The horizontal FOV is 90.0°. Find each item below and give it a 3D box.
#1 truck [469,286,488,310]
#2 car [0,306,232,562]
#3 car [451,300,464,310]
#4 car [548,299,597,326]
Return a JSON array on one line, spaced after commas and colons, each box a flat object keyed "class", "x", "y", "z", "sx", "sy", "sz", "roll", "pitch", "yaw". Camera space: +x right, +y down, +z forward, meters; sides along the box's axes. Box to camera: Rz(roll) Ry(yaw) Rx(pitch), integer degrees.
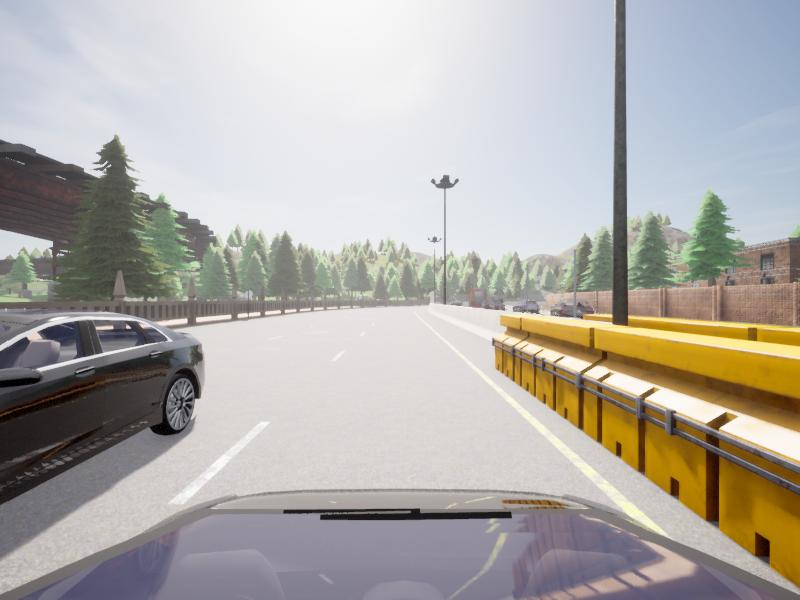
[{"class": "truck", "x": 13.513, "y": -0.307, "z": 68.484, "sx": 2.891, "sy": 3.827, "sz": 8.468, "roll": 0, "pitch": 0, "yaw": 13}, {"class": "car", "x": -3.500, "y": 0.837, "z": 3.363, "sx": 2.128, "sy": 1.511, "sz": 4.902, "roll": 0, "pitch": 0, "yaw": 0}, {"class": "car", "x": 9.875, "y": 0.836, "z": 68.287, "sx": 1.882, "sy": 1.535, "sz": 5.008, "roll": 0, "pitch": 0, "yaw": 13}, {"class": "car", "x": 11.481, "y": 0.763, "z": 26.969, "sx": 2.242, "sy": 1.667, "sz": 4.611, "roll": 0, "pitch": 0, "yaw": 13}]
